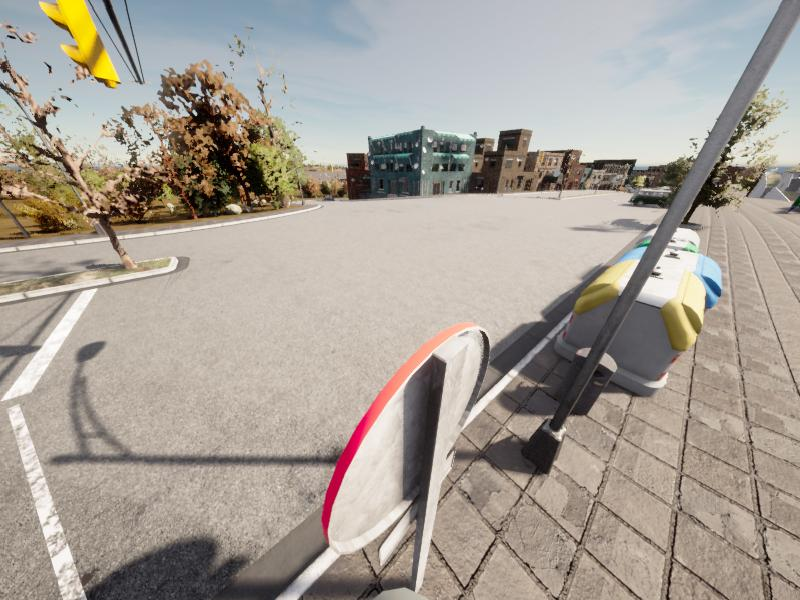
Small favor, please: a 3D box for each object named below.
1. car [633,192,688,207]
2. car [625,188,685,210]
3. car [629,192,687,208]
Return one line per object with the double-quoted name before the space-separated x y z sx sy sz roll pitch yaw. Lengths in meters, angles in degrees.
"car" 36.754 -14.328 32.812 4.674 1.452 2.002 17 33 25
"car" 32.099 -12.864 29.311 4.442 1.987 1.878 17 33 25
"car" 34.472 -13.468 31.109 4.674 1.452 2.002 17 32 25
